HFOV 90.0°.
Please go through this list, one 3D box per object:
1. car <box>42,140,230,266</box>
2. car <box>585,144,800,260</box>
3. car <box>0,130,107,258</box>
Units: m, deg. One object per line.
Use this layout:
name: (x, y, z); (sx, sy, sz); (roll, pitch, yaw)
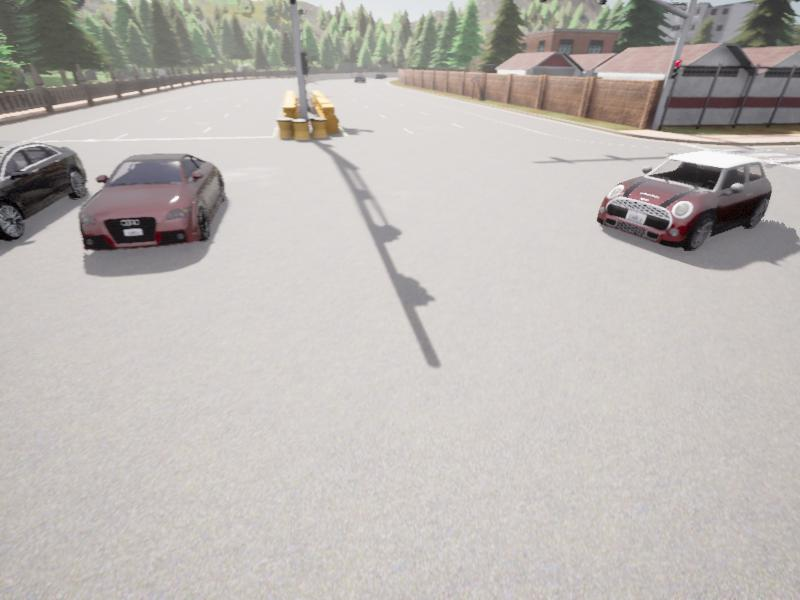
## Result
car: (-5.069, -2.316, 8.506); (1.994, 1.385, 4.181); (-6, 31, -12)
car: (6.250, -2.285, 8.634); (3.806, 1.475, 1.970); (-16, 34, -27)
car: (-8.697, -2.495, 8.582); (2.128, 1.511, 4.902); (-6, 31, -12)
